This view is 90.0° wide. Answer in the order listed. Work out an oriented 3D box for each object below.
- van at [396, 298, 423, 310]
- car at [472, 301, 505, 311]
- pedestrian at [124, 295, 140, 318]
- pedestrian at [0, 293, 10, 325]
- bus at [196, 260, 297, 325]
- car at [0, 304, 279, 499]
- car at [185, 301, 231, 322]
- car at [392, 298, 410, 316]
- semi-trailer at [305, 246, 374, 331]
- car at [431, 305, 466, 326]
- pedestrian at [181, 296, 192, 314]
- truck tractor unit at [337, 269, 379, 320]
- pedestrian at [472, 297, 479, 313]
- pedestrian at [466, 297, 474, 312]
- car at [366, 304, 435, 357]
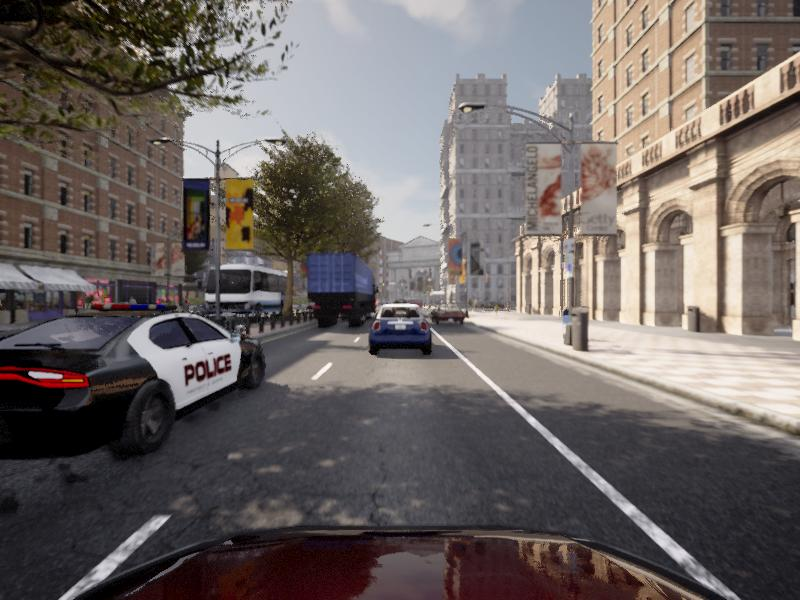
[{"bbox_3d":[1.583,0.717,68.157,4.442,1.987,1.775,0,0,0],"label":"van"},{"bbox_3d":[14.253,0.957,64.582,4.892,1.490,1.837,0,0,-3],"label":"car"},{"bbox_3d":[-21.589,0.542,32.273,0.751,1.860,0.751,0,0,7],"label":"pedestrian"},{"bbox_3d":[-23.859,0.527,23.702,0.751,1.860,0.751,0,0,3],"label":"pedestrian"},{"bbox_3d":[-11.379,-0.478,31.387,3.944,4.253,10.273,0,0,0],"label":"bus"},{"bbox_3d":[-3.502,0.835,5.696,2.038,1.542,4.974,0,0,0],"label":"car"},{"bbox_3d":[-15.000,0.880,31.431,1.845,1.501,3.633,0,0,0],"label":"car"},{"bbox_3d":[0.160,0.732,45.076,1.932,1.855,4.605,0,0,2],"label":"car"},{"bbox_3d":[-3.636,-0.575,28.142,2.717,4.402,14.254,-1,0,0],"label":"semi-trailer"},{"bbox_3d":[3.249,0.987,27.730,1.895,1.301,4.718,0,0,0],"label":"car"},{"bbox_3d":[-22.498,0.559,42.234,0.751,1.860,0.751,0,0,-1],"label":"pedestrian"},{"bbox_3d":[-3.613,-0.457,36.053,3.053,4.208,6.516,0,0,0],"label":"truck tractor unit"},{"bbox_3d":[9.033,0.569,47.845,0.751,1.860,0.751,0,0,10],"label":"pedestrian"},{"bbox_3d":[9.058,0.575,51.559,0.751,1.860,0.751,0,0,-15],"label":"pedestrian"},{"bbox_3d":[0.005,0.877,13.295,1.970,1.475,3.806,0,0,0],"label":"car"}]
